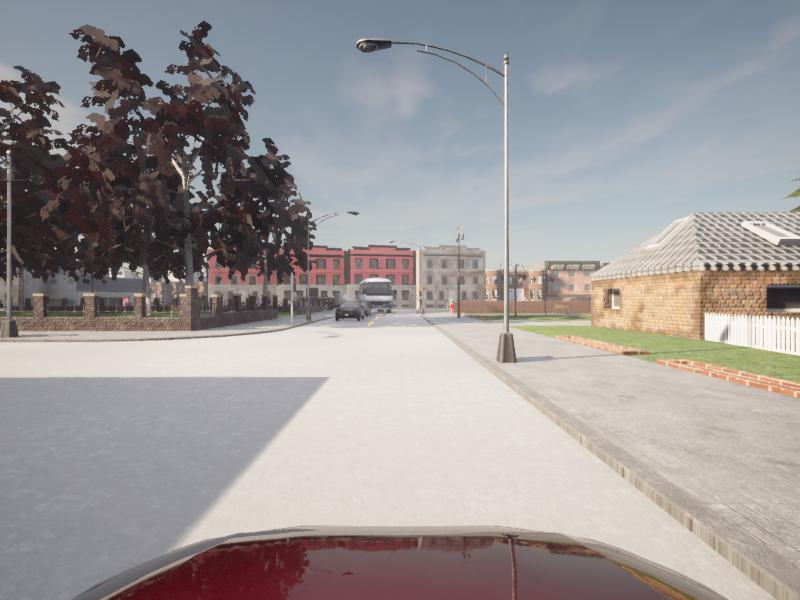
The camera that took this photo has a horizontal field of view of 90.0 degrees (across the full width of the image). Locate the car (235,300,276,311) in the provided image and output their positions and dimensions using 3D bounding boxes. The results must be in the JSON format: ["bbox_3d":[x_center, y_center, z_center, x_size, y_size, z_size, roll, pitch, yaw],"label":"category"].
[{"bbox_3d":[-21.067,0.772,58.377,5.238,1.638,1.930,0,0,0],"label":"car"}]

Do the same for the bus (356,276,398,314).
[{"bbox_3d":[-3.124,-0.534,50.400,3.944,4.253,10.273,0,0,-11],"label":"bus"}]

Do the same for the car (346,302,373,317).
[{"bbox_3d":[-3.869,0.895,39.441,2.033,1.411,5.357,0,0,1],"label":"car"}]

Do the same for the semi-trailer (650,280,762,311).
[{"bbox_3d":[44.464,-0.618,58.351,14.254,4.402,2.717,0,0,0],"label":"semi-trailer"}]

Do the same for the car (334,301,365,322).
[{"bbox_3d":[-3.937,0.823,32.015,1.882,1.535,5.008,0,0,0],"label":"car"}]

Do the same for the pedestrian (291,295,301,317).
[{"bbox_3d":[-9.215,0.533,35.414,0.751,1.860,0.751,0,0,0],"label":"pedestrian"}]

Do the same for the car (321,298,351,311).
[{"bbox_3d":[-9.197,0.646,57.986,3.866,1.878,1.905,0,0,10],"label":"car"}]
